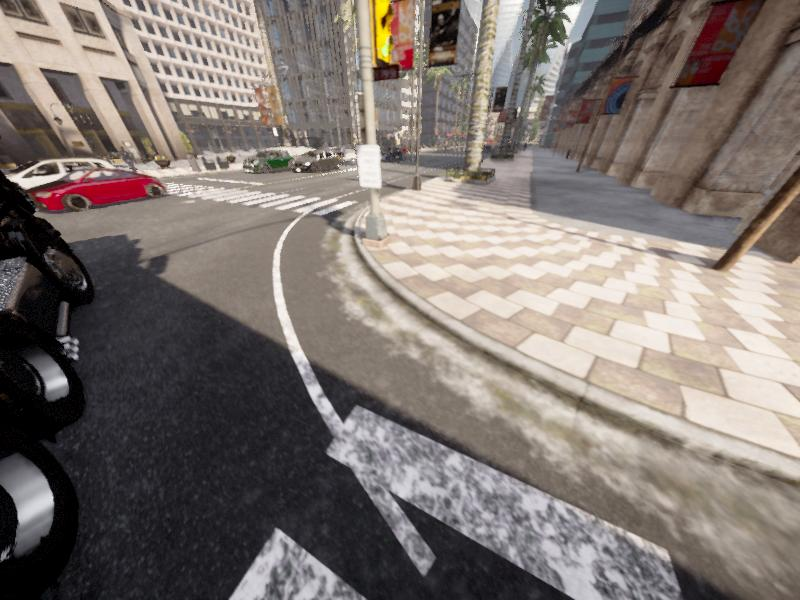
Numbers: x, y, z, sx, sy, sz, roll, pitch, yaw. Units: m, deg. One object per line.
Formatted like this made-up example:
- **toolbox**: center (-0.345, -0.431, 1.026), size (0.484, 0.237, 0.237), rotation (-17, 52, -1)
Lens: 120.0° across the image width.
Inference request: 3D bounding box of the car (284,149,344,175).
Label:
- **car**: center (-7.366, -12.257, 20.383), size (2.242, 1.667, 4.611), rotation (15, 37, 21)

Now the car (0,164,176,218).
- **car**: center (-13.019, -4.889, 9.993), size (1.994, 1.385, 4.181), rotation (11, 36, 16)

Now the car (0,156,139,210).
- **car**: center (-16.551, -5.823, 11.100), size (2.242, 1.667, 4.611), rotation (15, 37, 21)

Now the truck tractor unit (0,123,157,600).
- **truck tractor unit**: center (-4.854, -0.498, 1.074), size (6.516, 4.208, 3.053), rotation (28, 44, 34)

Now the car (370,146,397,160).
- **car**: center (-2.445, -22.807, 35.781), size (2.038, 1.542, 4.974), rotation (15, 37, 21)

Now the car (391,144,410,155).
- **car**: center (0.141, -30.199, 46.260), size (2.185, 1.767, 4.553), rotation (14, 37, 20)

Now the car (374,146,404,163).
- **car**: center (-1.337, -19.525, 30.925), size (2.033, 1.649, 4.856), rotation (15, 38, 21)

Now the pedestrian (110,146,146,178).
- **pedestrian**: center (-19.315, -9.844, 16.464), size (0.751, 1.860, 0.751), rotation (-15, 37, -21)

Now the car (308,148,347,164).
- **car**: center (-9.277, -18.786, 30.030), size (2.163, 1.488, 4.792), rotation (14, 37, 20)

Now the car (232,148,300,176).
- **car**: center (-11.385, -12.115, 20.090), size (2.097, 1.767, 4.553), rotation (15, 37, 21)
